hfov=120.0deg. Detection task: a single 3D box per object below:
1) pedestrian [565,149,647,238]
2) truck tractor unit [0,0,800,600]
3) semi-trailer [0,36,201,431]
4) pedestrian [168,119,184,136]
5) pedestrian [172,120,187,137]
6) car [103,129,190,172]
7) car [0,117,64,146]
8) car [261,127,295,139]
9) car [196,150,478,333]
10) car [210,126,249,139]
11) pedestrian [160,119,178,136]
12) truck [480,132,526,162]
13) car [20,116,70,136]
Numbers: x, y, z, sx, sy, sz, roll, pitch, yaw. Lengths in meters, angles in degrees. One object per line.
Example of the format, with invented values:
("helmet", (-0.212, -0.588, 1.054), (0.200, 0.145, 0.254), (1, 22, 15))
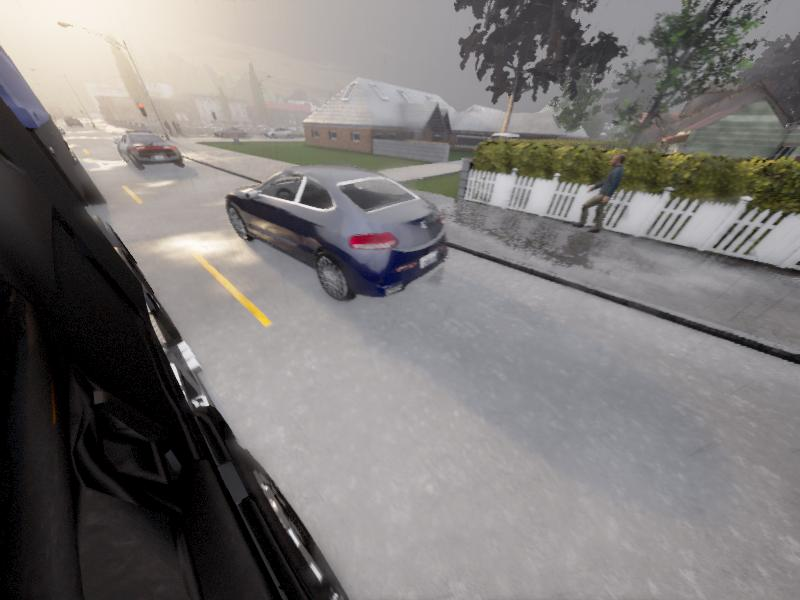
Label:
("pedestrian", (5.079, -2.641, 5.793), (0.751, 1.860, 0.751), (29, 44, 30))
("truck tractor unit", (-2.645, -0.295, 0.351), (6.516, 4.208, 3.053), (28, 44, 30))
("semi-trailer", (-8.664, -3.622, 4.271), (14.254, 4.402, 2.717), (28, 44, 30))
("pedestrian", (-31.427, -24.241, 32.457), (0.751, 1.860, 0.751), (25, 42, 27))
("pedestrian", (-30.653, -23.794, 32.110), (0.751, 1.860, 0.751), (29, 44, 31))
("car", (-13.823, -8.248, 12.586), (4.974, 1.542, 2.038), (28, 43, 30))
("car", (-29.724, -13.651, 18.701), (4.611, 1.667, 2.242), (28, 43, 30))
("car", (-20.900, -28.704, 39.695), (2.007, 1.525, 4.514), (28, 43, 30))
("car", (-1.481, -1.714, 4.523), (5.027, 1.651, 2.152), (28, 43, 30))
("car", (-25.723, -25.374, 35.019), (1.994, 1.385, 4.181), (28, 43, 29))
("pedestrian", (-31.773, -23.742, 31.762), (0.751, 1.860, 0.751), (7, 37, 5))
("truck", (9.501, -14.081, 21.245), (2.069, 2.038, 4.478), (28, 43, 30))
("car", (-41.136, -20.170, 26.768), (4.856, 1.649, 2.033), (22, 41, 24))
